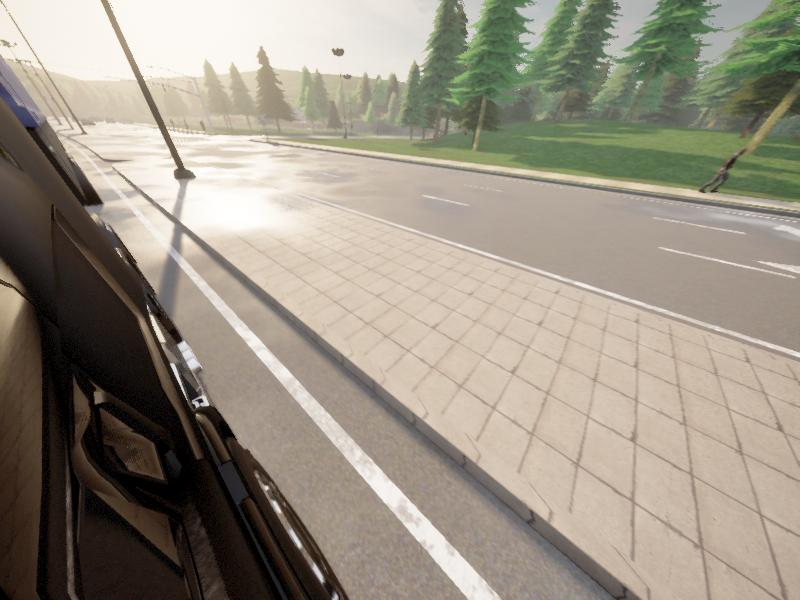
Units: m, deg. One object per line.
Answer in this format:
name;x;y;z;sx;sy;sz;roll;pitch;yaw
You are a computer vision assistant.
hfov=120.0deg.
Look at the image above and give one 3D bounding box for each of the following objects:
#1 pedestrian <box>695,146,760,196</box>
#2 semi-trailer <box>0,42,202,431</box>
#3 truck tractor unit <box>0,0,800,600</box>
pedestrian;14.635;-5.794;10.423;0.751;1.860;0.751;28;44;30
semi-trailer;-8.705;-3.585;4.244;14.254;4.402;2.717;28;44;30
truck tractor unit;-2.645;-0.295;0.351;6.516;4.208;3.053;28;44;30
